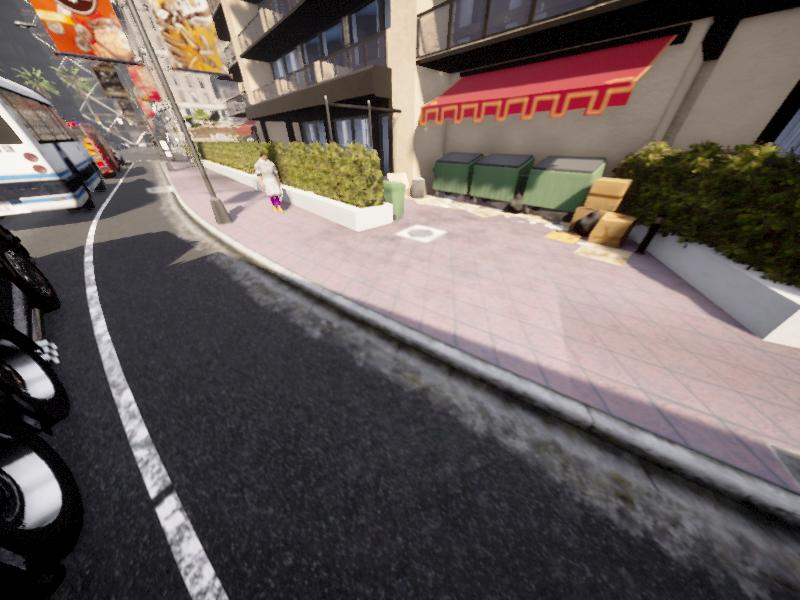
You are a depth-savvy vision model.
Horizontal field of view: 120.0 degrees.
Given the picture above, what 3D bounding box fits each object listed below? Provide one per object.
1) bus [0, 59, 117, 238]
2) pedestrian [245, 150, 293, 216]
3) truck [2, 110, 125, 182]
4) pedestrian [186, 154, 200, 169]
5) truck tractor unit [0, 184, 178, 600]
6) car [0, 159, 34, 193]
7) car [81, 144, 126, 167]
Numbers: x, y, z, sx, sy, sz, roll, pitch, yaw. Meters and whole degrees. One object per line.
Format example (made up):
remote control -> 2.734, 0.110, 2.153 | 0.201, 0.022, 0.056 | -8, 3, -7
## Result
bus -> -15.200, -5.804, 8.756 | 3.944, 4.253, 10.273 | -28, 44, -34
pedestrian -> -4.370, -3.943, 7.799 | 0.751, 1.860, 0.751 | -26, 42, -32
truck -> -25.046, -11.920, 18.003 | 2.891, 3.827, 8.468 | -27, 43, -33
pedestrian -> -18.773, -12.560, 20.980 | 0.500, 1.100, 0.500 | -28, 43, -34
truck tractor unit -> -4.970, -0.418, 0.967 | 6.516, 4.208, 3.053 | 24, 41, 30
car -> -23.646, -7.065, 13.142 | 1.994, 1.385, 4.181 | -28, 43, -34
car -> -33.912, -16.799, 26.651 | 2.150, 2.045, 5.566 | -27, 43, -33
